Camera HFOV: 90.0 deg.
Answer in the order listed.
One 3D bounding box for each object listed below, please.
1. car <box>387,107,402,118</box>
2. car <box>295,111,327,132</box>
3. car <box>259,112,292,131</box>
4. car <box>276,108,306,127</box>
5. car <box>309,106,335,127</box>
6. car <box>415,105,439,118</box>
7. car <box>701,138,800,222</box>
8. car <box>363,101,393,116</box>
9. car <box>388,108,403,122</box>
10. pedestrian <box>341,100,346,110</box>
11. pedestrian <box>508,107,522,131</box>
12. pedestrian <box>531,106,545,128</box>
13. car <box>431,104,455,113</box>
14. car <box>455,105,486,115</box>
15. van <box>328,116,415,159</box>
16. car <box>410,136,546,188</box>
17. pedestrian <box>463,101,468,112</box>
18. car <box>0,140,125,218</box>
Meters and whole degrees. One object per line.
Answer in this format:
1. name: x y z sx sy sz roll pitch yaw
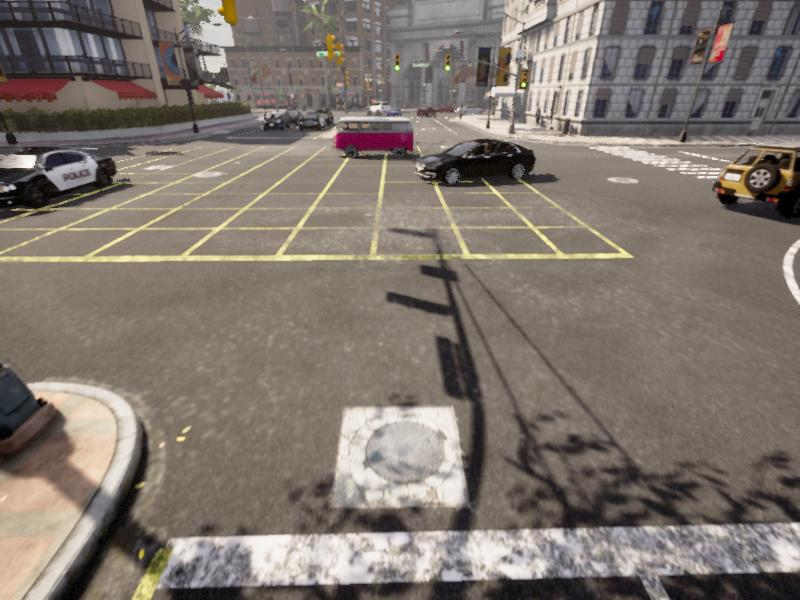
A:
1. car: -0.836 -27.990 59.735 1.895 1.301 4.718 -2 27 -3
2. car: -8.446 -17.244 38.549 2.038 1.542 4.974 0 27 -1
3. car: -11.943 -17.283 38.687 1.970 1.475 3.806 0 27 -1
4. car: -12.020 -20.411 44.599 1.930 1.638 5.238 0 27 -1
5. car: -8.513 -20.253 44.030 1.932 1.855 4.605 0 27 -1
6. car: 4.169 -28.643 60.740 1.882 1.535 5.008 12 29 22
7. car: 11.609 -3.642 11.655 4.605 1.855 1.932 -9 27 -19
8. car: -3.757 -32.001 66.736 2.150 2.045 5.566 -19 33 -33
9. car: -0.595 -23.527 50.879 1.812 1.442 4.674 0 27 -1
10. pedestrian: -11.828 -40.934 83.951 0.751 1.860 0.751 4 27 8
11. pedestrian: 10.190 -16.034 35.434 0.751 1.860 0.751 -3 27 -6
12. pedestrian: 13.192 -17.496 38.281 0.751 1.860 0.751 0 27 -1
13. car: 7.847 -35.136 73.443 4.193 1.474 1.816 0 27 0
14. car: 11.830 -31.731 66.849 4.674 1.442 1.812 -6 28 -12
15. van: -1.466 -8.775 21.552 4.442 1.987 1.775 0 27 -1
16. car: 3.020 -5.537 15.779 4.892 1.490 1.837 -9 28 -17
17. pedestrian: 12.766 -37.838 78.239 0.751 1.860 0.751 -1 27 -2
18. car: -11.627 -4.084 12.916 2.038 1.542 4.974 0 27 -1
